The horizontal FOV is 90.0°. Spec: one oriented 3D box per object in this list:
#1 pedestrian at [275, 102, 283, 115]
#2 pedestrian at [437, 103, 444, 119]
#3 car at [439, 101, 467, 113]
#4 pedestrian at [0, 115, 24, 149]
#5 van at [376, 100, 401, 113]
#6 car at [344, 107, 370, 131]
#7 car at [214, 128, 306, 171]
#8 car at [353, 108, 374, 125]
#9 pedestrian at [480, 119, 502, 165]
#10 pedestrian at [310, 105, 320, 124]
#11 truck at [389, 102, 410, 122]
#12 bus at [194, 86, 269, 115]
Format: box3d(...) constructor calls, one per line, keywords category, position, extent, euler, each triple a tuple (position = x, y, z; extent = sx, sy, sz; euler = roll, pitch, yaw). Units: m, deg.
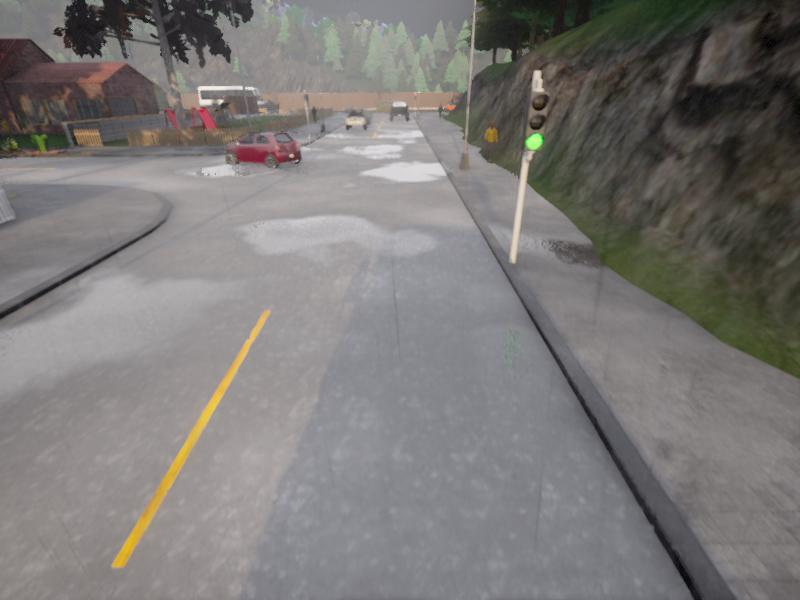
box3d(category="pedestrian", position=(-18.953, -30.019, 62.671), extent=(0.751, 1.860, 0.751), euler=(-1, 27, -1))
box3d(category="pedestrian", position=(5.152, -24.198, 51.128), extent=(0.751, 1.860, 0.751), euler=(0, 27, 0))
box3d(category="car", position=(9.360, -34.259, 70.973), extent=(4.553, 1.767, 2.097), euler=(0, 27, 0))
box3d(category="pedestrian", position=(-24.099, -10.309, 24.500), extent=(0.751, 1.860, 0.751), euler=(0, 27, 0))
box3d(category="van", position=(-2.028, -34.297, 70.938), extent=(4.442, 1.987, 1.775), euler=(0, 27, 0))
box3d(category="car", position=(-4.050, -17.295, 38.112), extent=(1.932, 1.855, 4.605), euler=(0, 27, 0))
box3d(category="car", position=(-6.554, -7.144, 18.835), extent=(3.633, 1.501, 1.845), euler=(13, 30, 24))
box3d(category="car", position=(-4.058, -20.738, 45.207), extent=(1.837, 1.490, 4.892), euler=(0, 27, 0))
box3d(category="pedestrian", position=(4.128, -7.165, 18.130), extent=(0.751, 1.860, 0.751), euler=(6, 28, 12))
box3d(category="pedestrian", position=(-9.187, -19.964, 43.077), extent=(0.751, 1.860, 0.751), euler=(-1, 27, -1))
box3d(category="truck", position=(-0.064, -23.703, 50.258), extent=(2.390, 2.098, 6.274), euler=(0, 27, 0))
box3d(category="bus", position=(-27.899, -33.413, 66.997), extent=(10.273, 4.253, 3.944), euler=(0, 27, 0))
